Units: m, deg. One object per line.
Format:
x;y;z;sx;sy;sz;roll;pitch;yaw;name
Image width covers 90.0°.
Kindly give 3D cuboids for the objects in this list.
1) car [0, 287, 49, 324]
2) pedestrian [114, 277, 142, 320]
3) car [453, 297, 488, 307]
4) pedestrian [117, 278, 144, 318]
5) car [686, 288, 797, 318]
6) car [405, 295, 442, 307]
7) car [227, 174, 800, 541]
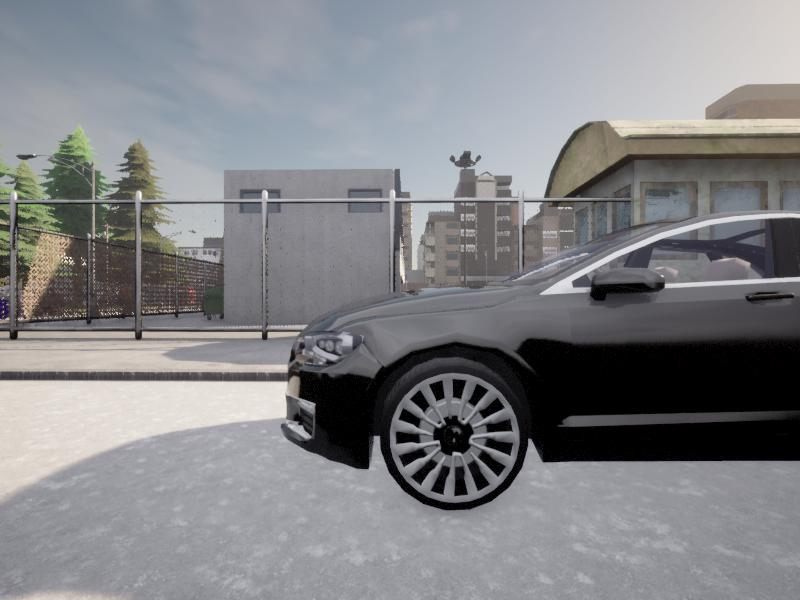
-17.313;0.226;16.829;1.845;1.501;3.633;0;0;1;car
-12.111;-0.075;17.838;0.751;1.860;0.751;0;0;0;pedestrian
9.808;0.270;56.091;4.674;1.442;1.812;0;0;1;car
-12.771;-0.075;18.987;0.751;1.860;0.751;0;0;3;pedestrian
17.629;0.159;20.794;4.193;1.474;1.816;0;0;1;car
3.273;0.171;56.275;5.238;1.638;1.930;0;0;2;car
1.742;0.236;2.706;4.902;1.511;2.128;0;0;1;car
